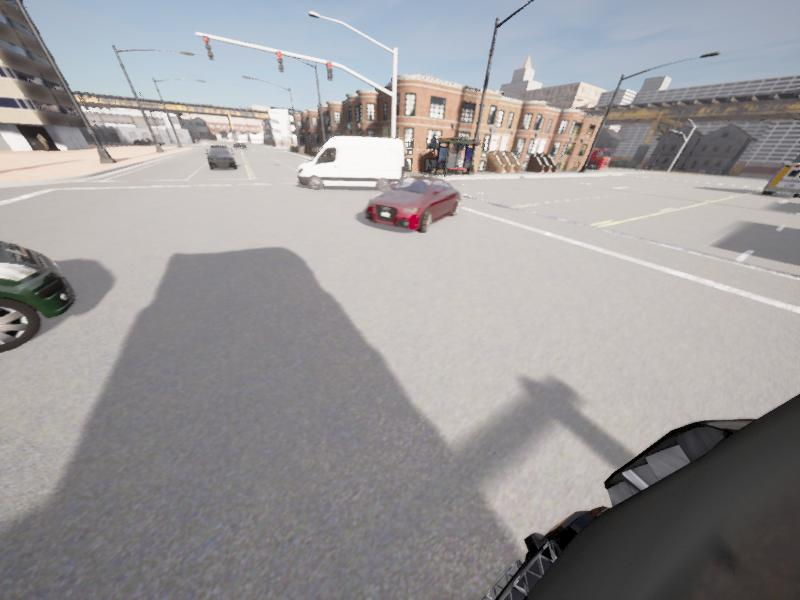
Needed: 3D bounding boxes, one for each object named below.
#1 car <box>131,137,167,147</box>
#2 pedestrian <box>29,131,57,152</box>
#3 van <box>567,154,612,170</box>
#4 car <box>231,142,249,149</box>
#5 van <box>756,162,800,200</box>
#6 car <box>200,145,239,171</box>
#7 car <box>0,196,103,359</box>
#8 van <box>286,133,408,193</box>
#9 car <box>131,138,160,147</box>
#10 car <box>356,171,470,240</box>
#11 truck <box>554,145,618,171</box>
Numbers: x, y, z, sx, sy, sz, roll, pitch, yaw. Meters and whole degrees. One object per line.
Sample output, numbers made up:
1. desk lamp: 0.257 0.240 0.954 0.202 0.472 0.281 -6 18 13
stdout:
1. car: -58.815 -37.103 54.227 5.238 1.638 1.930 -18 39 -27
2. pedestrian: -40.333 -17.891 26.131 0.751 1.860 0.751 -6 35 -13
3. van: 38.755 -28.439 47.586 2.351 2.431 6.366 -15 38 -25
4. car: -42.573 -41.180 61.547 4.902 1.511 2.128 27 40 31
5. van: 34.266 -10.317 19.908 6.366 2.431 2.351 -16 38 -26
6. car: -15.113 -12.125 19.624 1.930 1.638 5.238 -16 38 -26
7. car: -5.927 0.219 1.726 1.851 1.617 3.988 22 38 26
8. van: -2.722 -7.660 13.010 5.915 2.561 1.988 -3 36 -9
9. car: -57.047 -35.270 51.821 3.806 1.475 1.970 -18 39 -27
10. car: 0.659 -3.540 8.108 1.994 1.385 4.181 21 38 26
11. truck: 35.980 -27.873 45.258 2.891 3.827 8.468 -16 38 -26
